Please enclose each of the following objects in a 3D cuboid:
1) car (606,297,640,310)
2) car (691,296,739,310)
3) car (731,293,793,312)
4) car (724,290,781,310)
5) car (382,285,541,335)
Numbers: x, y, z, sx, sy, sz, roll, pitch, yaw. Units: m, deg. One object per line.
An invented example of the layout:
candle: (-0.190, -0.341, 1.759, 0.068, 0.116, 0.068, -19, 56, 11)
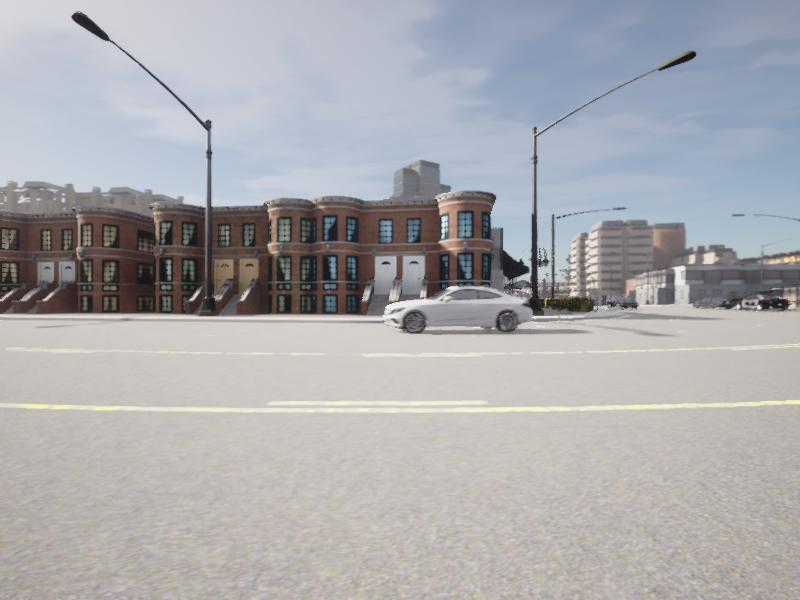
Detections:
car: (23.856, 0.390, 42.968, 1.895, 1.301, 4.718, 0, 0, 11)
car: (34.902, 0.339, 44.525, 2.033, 1.411, 5.357, 0, 0, 11)
car: (33.339, 0.207, 37.078, 1.930, 1.638, 5.238, 0, 0, 12)
car: (38.313, 0.011, 43.745, 2.150, 2.045, 5.566, 0, 0, 11)
car: (1.844, 0.287, 12.728, 4.674, 1.442, 1.812, 0, 0, -8)
